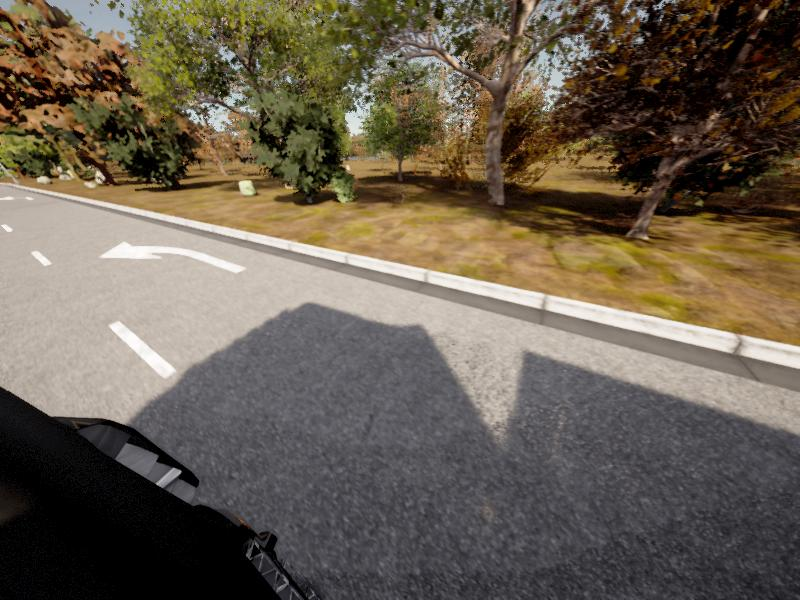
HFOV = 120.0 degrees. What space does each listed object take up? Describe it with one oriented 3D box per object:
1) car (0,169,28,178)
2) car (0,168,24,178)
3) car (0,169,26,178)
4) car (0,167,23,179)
[{"bbox_3d":[-92.375,-29.530,54.011,1.946,1.575,5.366,7,34,15],"label":"car"},{"bbox_3d":[-90.059,-28.637,52.251,2.185,1.767,4.553,7,34,15],"label":"car"},{"bbox_3d":[-94.852,-30.221,55.245,1.946,1.575,5.366,8,34,15],"label":"car"},{"bbox_3d":[-87.685,-27.805,50.622,1.878,1.987,4.442,7,34,14],"label":"car"}]
